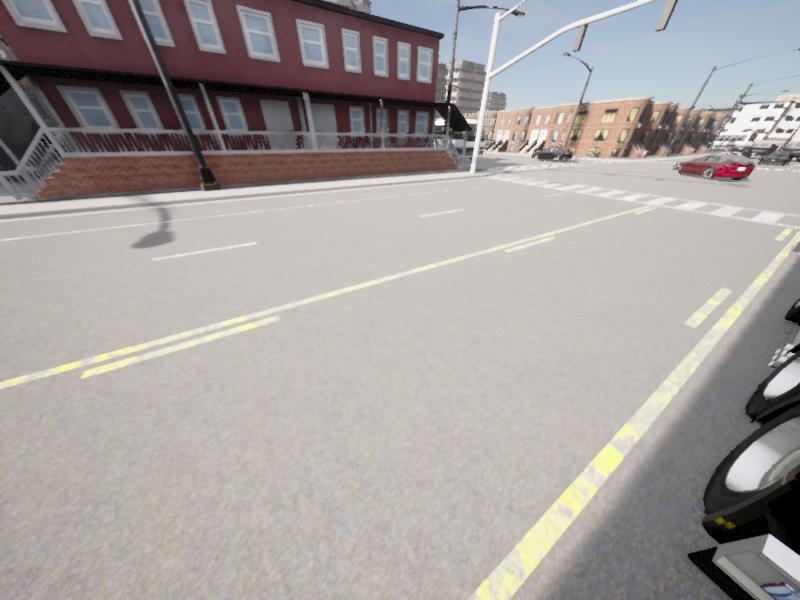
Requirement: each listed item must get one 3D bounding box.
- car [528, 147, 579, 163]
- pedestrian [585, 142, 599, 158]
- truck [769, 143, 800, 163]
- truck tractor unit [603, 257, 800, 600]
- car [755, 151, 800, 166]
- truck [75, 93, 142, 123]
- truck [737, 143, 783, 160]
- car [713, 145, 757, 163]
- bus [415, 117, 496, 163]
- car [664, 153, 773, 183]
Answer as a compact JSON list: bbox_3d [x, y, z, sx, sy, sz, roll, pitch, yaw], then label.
[{"bbox_3d":[19.384,-18.598,29.520,2.128,1.511,4.902,-17,38,-23],"label":"car"},{"bbox_3d":[27.752,-21.636,33.351,0.751,1.860,0.751,-21,40,-27],"label":"pedestrian"},{"bbox_3d":[54.532,-20.360,31.924,6.274,2.098,2.390,-18,39,-25],"label":"truck"},{"bbox_3d":[5.103,-0.308,0.797,6.516,4.208,3.053,-19,39,-25],"label":"truck tractor unit"},{"bbox_3d":[45.198,-16.992,27.635,4.181,1.385,1.994,-18,39,-25],"label":"car"},{"bbox_3d":[-48.485,-32.024,38.741,6.274,2.098,2.390,-7,34,-32],"label":"truck"},{"bbox_3d":[56.039,-23.174,35.973,6.274,2.098,2.390,-18,39,-25],"label":"truck"},{"bbox_3d":[43.608,-18.998,30.045,4.605,1.855,1.932,-18,39,-25],"label":"car"},{"bbox_3d":[6.581,-20.769,30.092,3.944,4.253,10.273,-18,39,-25],"label":"bus"},{"bbox_3d":[23.211,-9.987,17.260,2.163,1.488,4.792,7,36,10],"label":"car"}]
